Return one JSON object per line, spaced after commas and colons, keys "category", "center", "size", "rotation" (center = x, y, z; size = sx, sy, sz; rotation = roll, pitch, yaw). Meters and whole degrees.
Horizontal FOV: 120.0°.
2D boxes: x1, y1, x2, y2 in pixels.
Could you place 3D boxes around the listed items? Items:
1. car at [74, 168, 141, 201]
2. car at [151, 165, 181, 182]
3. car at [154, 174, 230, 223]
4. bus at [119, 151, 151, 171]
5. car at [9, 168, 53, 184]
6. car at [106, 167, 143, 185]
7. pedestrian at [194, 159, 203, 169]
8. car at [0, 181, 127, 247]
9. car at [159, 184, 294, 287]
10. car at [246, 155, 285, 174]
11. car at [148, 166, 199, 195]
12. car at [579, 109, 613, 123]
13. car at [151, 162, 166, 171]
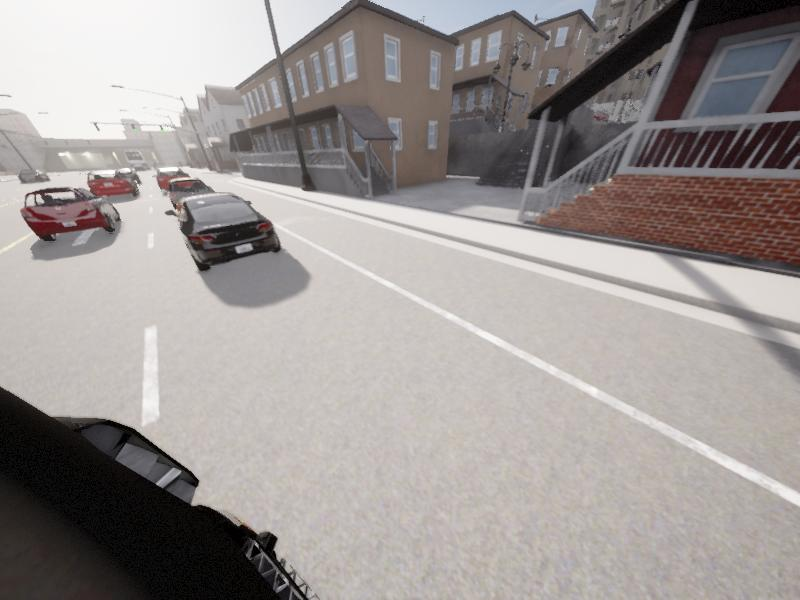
{"category": "car", "center": [-21.440, -8.715, 17.217], "size": [2.242, 1.667, 4.611], "rotation": [-28, 41, -34]}
{"category": "car", "center": [-29.089, -15.750, 28.671], "size": [2.007, 1.525, 4.514], "rotation": [-28, 41, -34]}
{"category": "car", "center": [-9.626, -4.814, 10.646], "size": [1.845, 1.501, 3.633], "rotation": [-28, 41, -34]}
{"category": "bus", "center": [-70.732, -37.407, 61.983], "size": [3.944, 4.253, 10.273], "rotation": [-28, 41, -34]}
{"category": "car", "center": [-52.583, -17.813, 33.079], "size": [2.033, 1.649, 4.856], "rotation": [-28, 41, -34]}
{"category": "car", "center": [-31.672, -14.402, 26.744], "size": [2.128, 1.511, 4.902], "rotation": [-28, 41, -34]}
{"category": "pedestrian", "center": [-45.100, -30.436, 51.649], "size": [0.751, 1.860, 0.751], "rotation": [-24, 39, -30]}
{"category": "car", "center": [-12.024, -3.363, 8.541], "size": [1.845, 1.501, 3.633], "rotation": [-28, 41, -34]}
{"category": "car", "center": [-4.904, -2.122, 6.301], "size": [1.812, 1.442, 4.674], "rotation": [-28, 41, -34]}
{"category": "car", "center": [-21.535, -21.852, 37.186], "size": [4.856, 1.649, 2.033], "rotation": [-36, 45, -29]}
{"category": "car", "center": [-18.175, -9.678, 18.525], "size": [2.242, 1.667, 4.611], "rotation": [-28, 41, -34]}
{"category": "car", "center": [34.004, -31.989, 40.166], "size": [1.994, 1.385, 4.181], "rotation": [-28, 53, -34]}
{"category": "car", "center": [-57.089, -31.556, 54.575], "size": [2.033, 1.649, 4.856], "rotation": [-28, 41, -34]}
